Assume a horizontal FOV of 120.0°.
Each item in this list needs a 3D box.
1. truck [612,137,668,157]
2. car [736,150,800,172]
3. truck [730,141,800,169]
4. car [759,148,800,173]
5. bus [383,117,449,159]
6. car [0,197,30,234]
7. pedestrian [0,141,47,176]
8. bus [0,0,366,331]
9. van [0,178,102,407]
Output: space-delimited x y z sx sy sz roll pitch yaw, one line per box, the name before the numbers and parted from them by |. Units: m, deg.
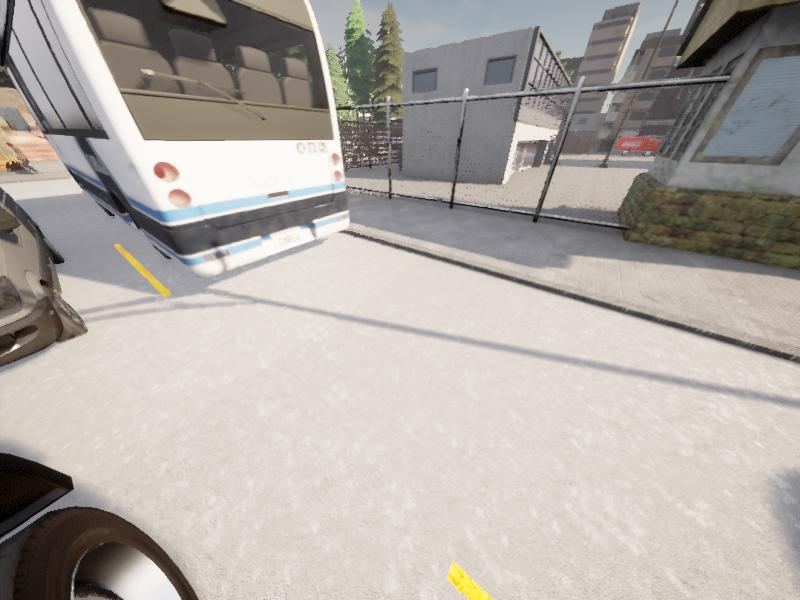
truck | 36.539 -23.513 35.431 5.204 2.467 2.627 22 41 28
car | 33.426 -11.785 19.549 5.357 1.415 2.033 23 41 28
truck | 35.868 -13.829 21.929 4.478 2.038 2.069 23 41 28
car | 33.165 -11.791 19.432 1.789 1.547 3.705 23 41 28
bus | 2.516 -22.741 32.543 3.944 4.253 10.273 23 41 28
car | -12.965 -2.724 6.346 3.705 1.549 1.789 15 38 20
pedestrian | -23.982 -9.013 14.710 0.751 1.860 0.751 21 40 27
bus | -6.166 -3.987 5.853 10.273 4.253 3.944 23 41 28
van | -6.604 -0.854 2.888 5.915 2.561 1.988 23 41 29
